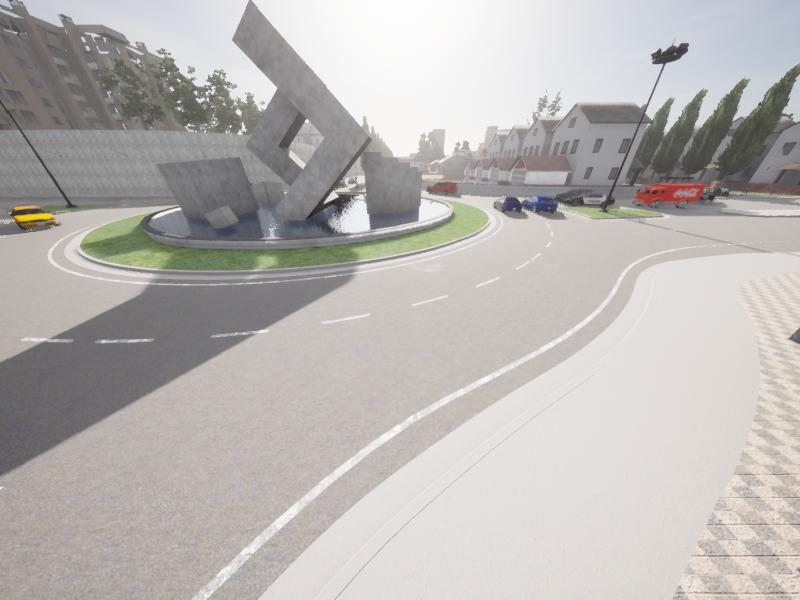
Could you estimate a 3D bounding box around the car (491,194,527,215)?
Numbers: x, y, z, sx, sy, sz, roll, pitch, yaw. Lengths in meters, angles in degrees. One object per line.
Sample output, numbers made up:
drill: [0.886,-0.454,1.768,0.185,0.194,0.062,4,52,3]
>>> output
car: [11.463,-10.310,24.724,1.812,1.442,4.674,2,30,3]

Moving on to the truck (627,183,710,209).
truck: [30.392,-11.926,26.469,5.204,2.467,2.627,2,30,5]

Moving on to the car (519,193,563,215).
car: [14.833,-10.365,24.726,1.882,1.535,5.008,2,30,3]

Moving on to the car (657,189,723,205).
car: [36.830,-13.154,29.452,5.238,1.638,1.930,0,30,0]

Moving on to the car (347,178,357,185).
car: [-13.024,-32.233,62.695,1.812,1.442,4.674,0,30,1]

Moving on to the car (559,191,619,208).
car: [22.580,-12.134,27.796,4.974,1.542,2.038,6,31,11]

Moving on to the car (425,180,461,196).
car: [7.185,-19.114,39.371,5.566,2.045,2.150,26,39,37]

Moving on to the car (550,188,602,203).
car: [23.182,-13.894,30.740,4.856,1.649,2.033,6,30,12]

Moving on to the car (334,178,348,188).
car: [-13.369,-26.443,52.220,1.905,1.878,3.866,1,30,2]

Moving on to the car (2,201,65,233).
car: [-29.043,-6.673,18.286,5.366,1.575,1.801,17,34,27]
